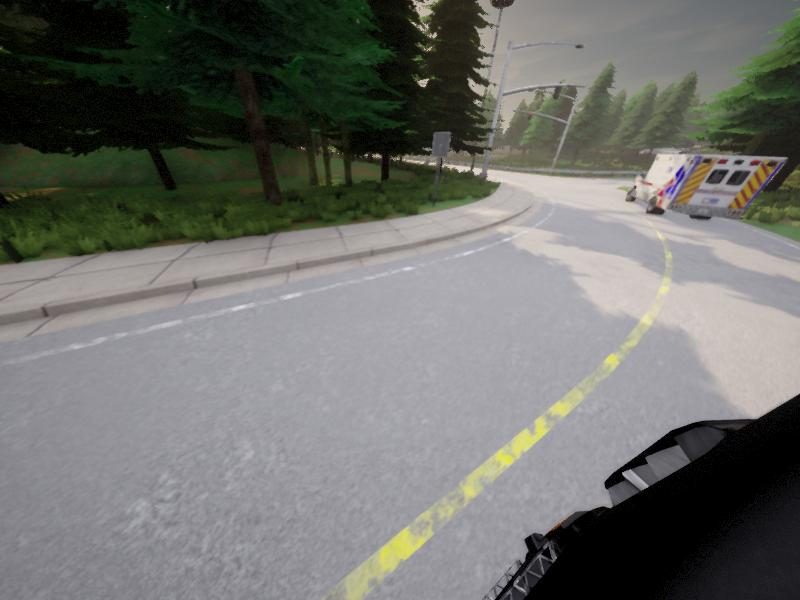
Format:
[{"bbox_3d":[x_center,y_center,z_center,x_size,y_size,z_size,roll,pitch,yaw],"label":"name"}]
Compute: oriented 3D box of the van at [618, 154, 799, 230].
[{"bbox_3d":[13.590,-5.591,11.209,2.351,2.431,6.366,17,36,20],"label":"van"}]
